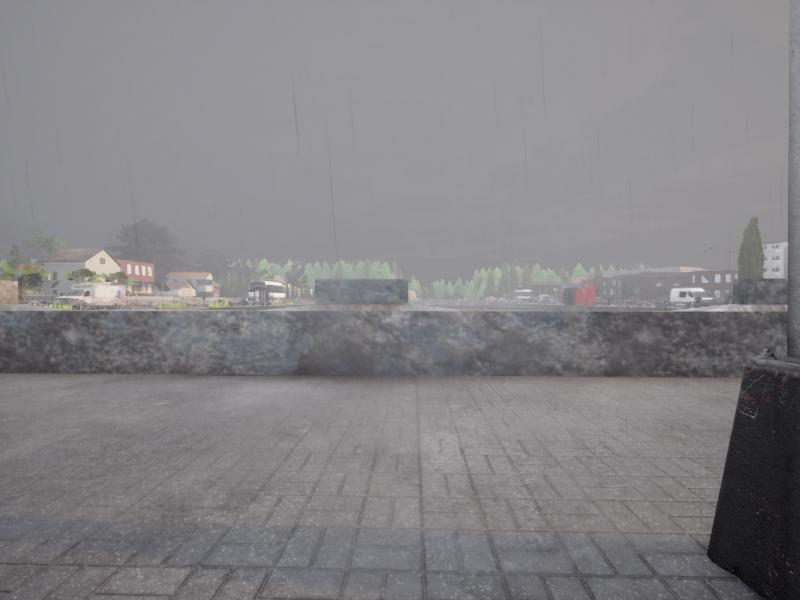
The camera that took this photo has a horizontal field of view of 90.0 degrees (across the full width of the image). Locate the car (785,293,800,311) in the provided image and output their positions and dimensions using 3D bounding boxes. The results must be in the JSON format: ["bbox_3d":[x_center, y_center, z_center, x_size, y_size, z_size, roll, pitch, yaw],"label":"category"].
[{"bbox_3d":[36.340,0.201,34.239,1.801,1.575,5.366,0,0,2],"label":"car"}]

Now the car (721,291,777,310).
[{"bbox_3d":[36.603,0.052,42.120,1.932,1.855,4.605,0,0,2],"label":"car"}]

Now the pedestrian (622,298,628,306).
[{"bbox_3d":[31.635,0.313,56.186,0.500,1.100,0.500,0,0,-16],"label":"pedestrian"}]

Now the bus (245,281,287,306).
[{"bbox_3d":[-24.221,-1.139,73.055,3.944,4.253,10.273,0,0,2],"label":"bus"}]

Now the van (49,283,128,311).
[{"bbox_3d":[-29.289,-0.222,38.003,2.351,2.431,6.366,0,0,2],"label":"van"}]

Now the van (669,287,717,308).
[{"bbox_3d":[36.882,-0.278,50.606,1.988,2.561,5.915,0,0,2],"label":"van"}]

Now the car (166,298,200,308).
[{"bbox_3d":[-28.774,0.344,53.176,1.895,1.301,4.718,0,0,2],"label":"car"}]
